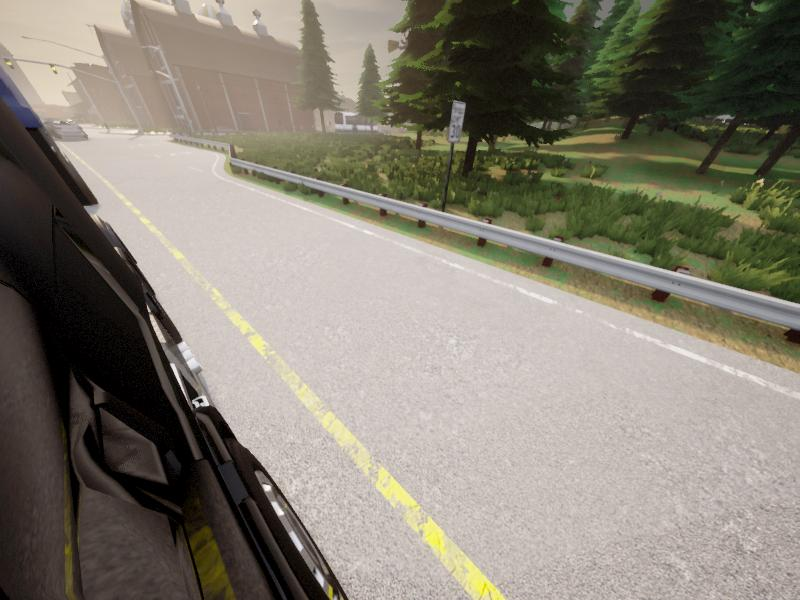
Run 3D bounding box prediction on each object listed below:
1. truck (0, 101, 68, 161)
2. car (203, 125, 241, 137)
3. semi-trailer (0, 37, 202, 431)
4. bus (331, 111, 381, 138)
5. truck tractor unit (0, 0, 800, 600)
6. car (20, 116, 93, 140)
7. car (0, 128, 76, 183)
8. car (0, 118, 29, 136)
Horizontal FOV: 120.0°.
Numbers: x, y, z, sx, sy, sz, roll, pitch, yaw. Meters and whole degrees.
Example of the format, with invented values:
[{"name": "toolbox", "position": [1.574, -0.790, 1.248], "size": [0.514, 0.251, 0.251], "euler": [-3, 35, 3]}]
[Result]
[{"name": "truck", "position": [-21.937, -9.520, 12.966], "size": [5.204, 2.467, 2.627], "euler": [26, 43, 29]}, {"name": "car", "position": [-27.768, -26.412, 36.152], "size": [1.994, 1.385, 4.181], "euler": [27, 43, 29]}, {"name": "semi-trailer", "position": [-8.747, -3.570, 4.181], "size": [14.254, 4.402, 2.717], "euler": [28, 43, 29]}, {"name": "bus", "position": [-9.147, -37.404, 49.600], "size": [3.944, 4.253, 10.273], "euler": [27, 43, 29]}, {"name": "truck tractor unit", "position": [-2.645, -0.295, 0.351], "size": [6.516, 4.208, 3.053], "euler": [28, 44, 30]}, {"name": "car", "position": [-34.566, -17.319, 23.292], "size": [4.611, 1.667, 2.242], "euler": [13, 38, 14]}, {"name": "car", "position": [-16.063, -6.221, 9.720], "size": [4.902, 1.511, 2.128], "euler": [27, 43, 29]}, {"name": "car", "position": [-41.861, -17.621, 23.495], "size": [1.994, 1.385, 4.181], "euler": [-5, 37, -11]}]
